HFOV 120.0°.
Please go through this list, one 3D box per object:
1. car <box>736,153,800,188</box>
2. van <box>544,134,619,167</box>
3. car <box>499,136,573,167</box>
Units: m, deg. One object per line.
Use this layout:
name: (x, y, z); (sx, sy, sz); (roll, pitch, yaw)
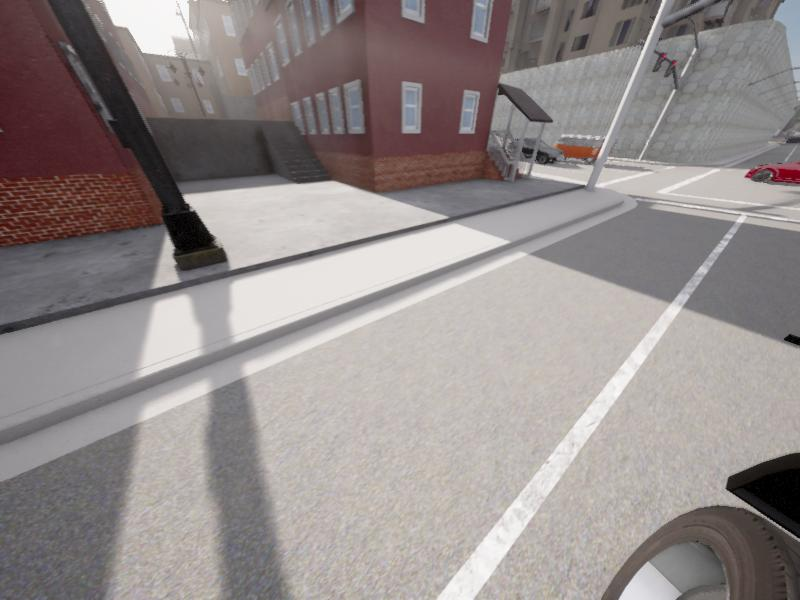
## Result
car: (21.530, -6.653, 11.937); (1.994, 1.385, 4.181); (-11, 37, -14)
van: (15.630, -13.191, 20.228); (1.775, 1.987, 4.442); (-25, 46, -30)
car: (11.431, -12.815, 19.783); (2.033, 1.649, 4.856); (-22, 46, -28)
